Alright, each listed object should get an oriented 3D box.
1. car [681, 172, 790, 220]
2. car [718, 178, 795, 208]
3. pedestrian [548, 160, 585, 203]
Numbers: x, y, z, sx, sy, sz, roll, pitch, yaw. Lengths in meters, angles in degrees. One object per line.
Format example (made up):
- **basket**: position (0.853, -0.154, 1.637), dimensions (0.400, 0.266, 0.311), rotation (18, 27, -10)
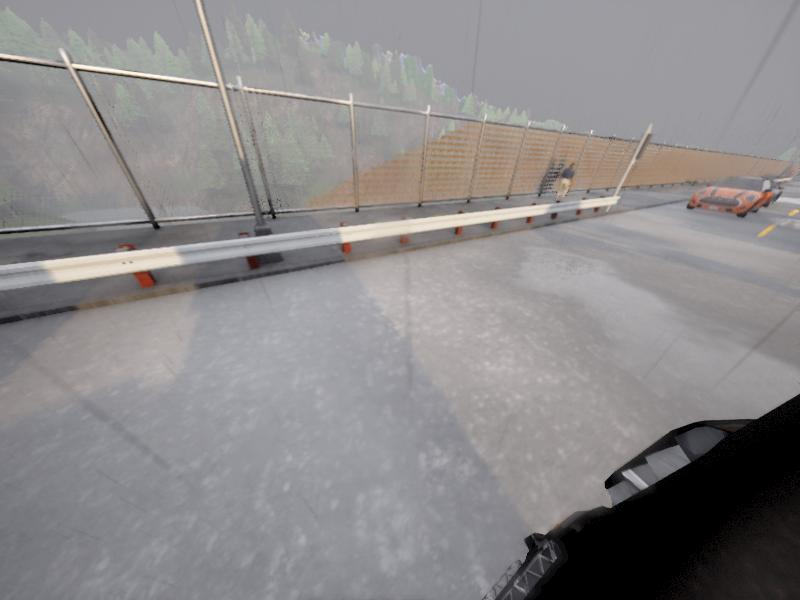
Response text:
- **car**: position (17.666, -5.627, 12.205), dimensions (4.553, 1.767, 2.097), rotation (-16, 38, -26)
- **car**: position (23.983, -7.268, 15.562), dimensions (4.181, 1.385, 1.994), rotation (-16, 38, -26)
- **pedestrian**: position (8.528, -6.079, 11.861), dimensions (0.751, 1.860, 0.751), rotation (-24, 42, -34)
